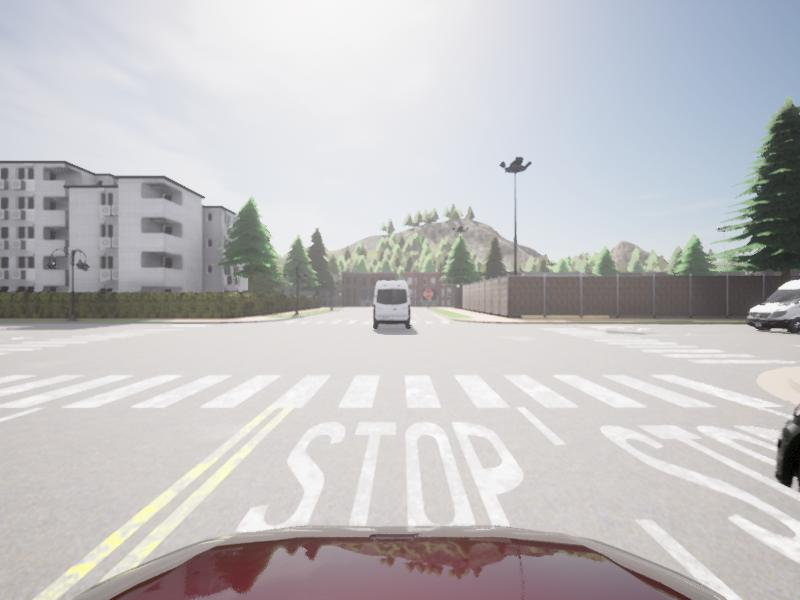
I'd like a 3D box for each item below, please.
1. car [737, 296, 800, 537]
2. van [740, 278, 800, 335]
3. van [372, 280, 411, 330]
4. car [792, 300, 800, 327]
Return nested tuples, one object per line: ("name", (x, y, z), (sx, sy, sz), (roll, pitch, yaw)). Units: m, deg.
("car", (3.552, 0.785, 1.174), (1.851, 1.617, 3.988), (0, 0, 2))
("van", (19.789, 0.275, 18.796), (5.915, 2.561, 1.988), (0, 0, 1))
("van", (-0.463, 0.263, 23.336), (1.988, 2.561, 5.915), (0, 0, -1))
("car", (25.021, 0.772, 22.221), (4.514, 1.525, 2.007), (0, 0, 1))
